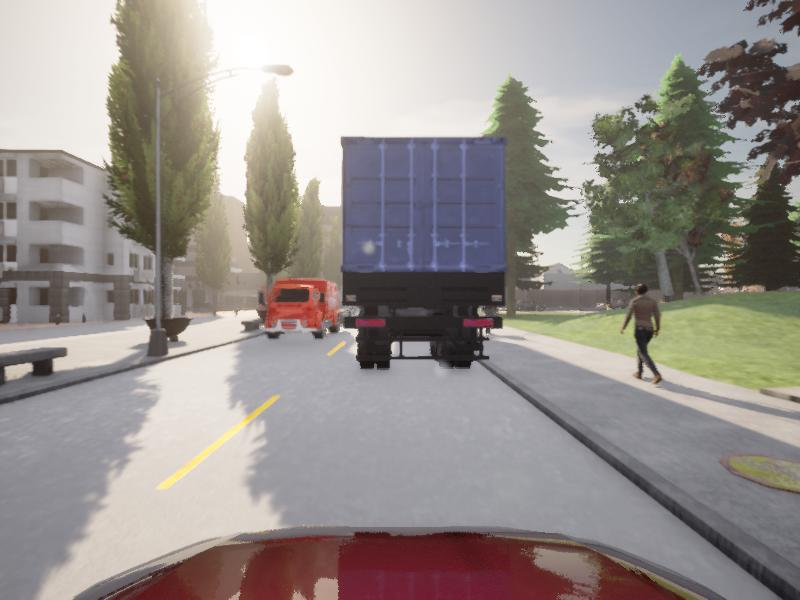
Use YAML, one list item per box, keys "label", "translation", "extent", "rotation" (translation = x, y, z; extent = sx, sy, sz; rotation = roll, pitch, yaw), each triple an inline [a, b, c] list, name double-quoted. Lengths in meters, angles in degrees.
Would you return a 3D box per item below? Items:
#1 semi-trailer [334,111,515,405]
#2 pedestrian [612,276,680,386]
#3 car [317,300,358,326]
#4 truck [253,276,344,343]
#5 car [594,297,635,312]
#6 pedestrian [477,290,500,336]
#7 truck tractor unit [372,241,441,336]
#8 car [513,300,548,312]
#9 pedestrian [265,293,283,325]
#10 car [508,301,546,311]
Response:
- label: "semi-trailer"
  translation: [0.321, -0.622, 13.120]
  extent: [2.717, 4.402, 14.254]
  rotation: [0, 0, 0]
- label: "pedestrian"
  translation: [4.383, 0.531, 7.178]
  extent: [0.751, 1.860, 0.751]
  rotation: [0, 0, 1]
- label: "car"
  translation: [-4.133, 0.813, 27.267]
  extent: [2.038, 1.542, 4.974]
  rotation: [0, 0, -1]
- label: "truck"
  translation: [-4.086, 0.350, 17.212]
  extent: [2.627, 2.467, 5.204]
  rotation: [0, 0, -1]
- label: "car"
  translation: [30.238, 0.620, 56.444]
  extent: [4.605, 1.855, 1.932]
  rotation: [-2, 0, -3]
- label: "pedestrian"
  translation: [3.721, 0.527, 16.789]
  extent: [0.751, 1.860, 0.751]
  rotation: [0, 0, -5]
- label: "truck tractor unit"
  translation: [0.267, -0.533, 21.029]
  extent: [3.053, 4.208, 6.516]
  rotation: [0, 1, 0]
- label: "car"
  translation: [17.039, 0.767, 52.393]
  extent: [3.988, 1.617, 1.851]
  rotation: [0, 0, 0]
- label: "pedestrian"
  translation: [-7.416, 0.524, 23.563]
  extent: [0.751, 1.860, 0.751]
  rotation: [0, 0, 30]
- label: "car"
  translation: [17.859, 0.822, 56.405]
  extent: [4.892, 1.490, 1.837]
  rotation: [0, 0, -1]
